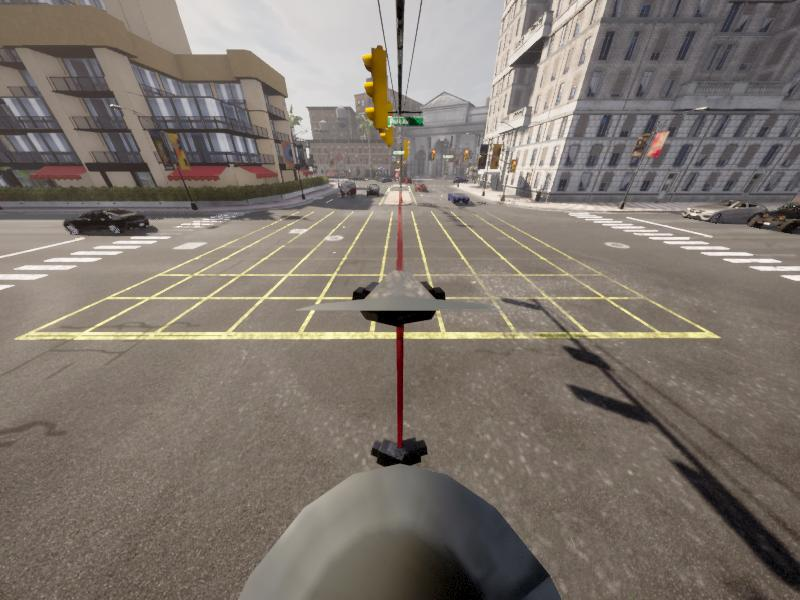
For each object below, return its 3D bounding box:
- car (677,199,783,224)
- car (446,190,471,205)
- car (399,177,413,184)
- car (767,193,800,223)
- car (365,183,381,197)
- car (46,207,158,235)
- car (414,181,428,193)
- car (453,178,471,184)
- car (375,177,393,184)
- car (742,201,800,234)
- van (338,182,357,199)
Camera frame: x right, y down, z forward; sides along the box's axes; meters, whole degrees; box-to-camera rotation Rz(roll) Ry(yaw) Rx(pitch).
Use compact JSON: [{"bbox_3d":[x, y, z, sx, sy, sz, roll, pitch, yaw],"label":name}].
[{"bbox_3d":[27.181,-7.432,19.257,5.027,1.651,2.152,0,30,0],"label":"car"},{"bbox_3d":[7.296,-13.011,29.246,1.895,1.301,4.718,0,30,0],"label":"car"},{"bbox_3d":[1.490,-32.373,62.548,1.851,1.617,3.988,-18,34,-28],"label":"car"},{"bbox_3d":[35.503,-7.623,19.162,5.566,2.045,2.150,0,30,0],"label":"car"},{"bbox_3d":[-4.180,-17.436,36.565,1.930,1.638,5.238,0,30,0],"label":"car"},{"bbox_3d":[-20.411,-5.504,16.043,4.892,1.490,1.837,0,30,1],"label":"car"},{"bbox_3d":[3.840,-21.282,43.527,2.152,1.651,5.027,0,30,0],"label":"car"},{"bbox_3d":[16.918,-32.648,63.163,4.181,1.385,1.994,-7,31,-11],"label":"car"},{"bbox_3d":[-4.426,-33.560,64.724,2.033,1.411,5.357,19,35,29],"label":"car"},{"bbox_3d":[27.766,-5.800,16.163,3.866,1.878,1.905,0,30,0],"label":"car"},{"bbox_3d":[-7.688,-16.402,34.428,1.775,1.987,4.442,0,30,0],"label":"van"}]
